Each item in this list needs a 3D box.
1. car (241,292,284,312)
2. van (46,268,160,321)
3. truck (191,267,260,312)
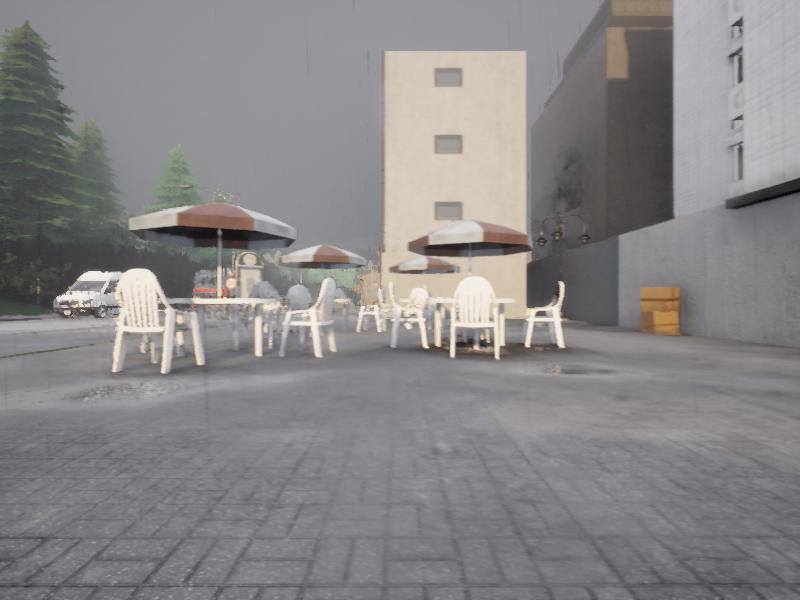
[{"bbox_3d":[-12.301,0.183,36.074,2.152,1.651,5.027,0,0,0],"label":"car"},{"bbox_3d":[-16.300,-0.276,22.529,1.988,2.561,5.915,0,0,0],"label":"van"},{"bbox_3d":[-16.306,-0.917,38.275,2.891,3.827,8.468,0,0,0],"label":"truck"}]
